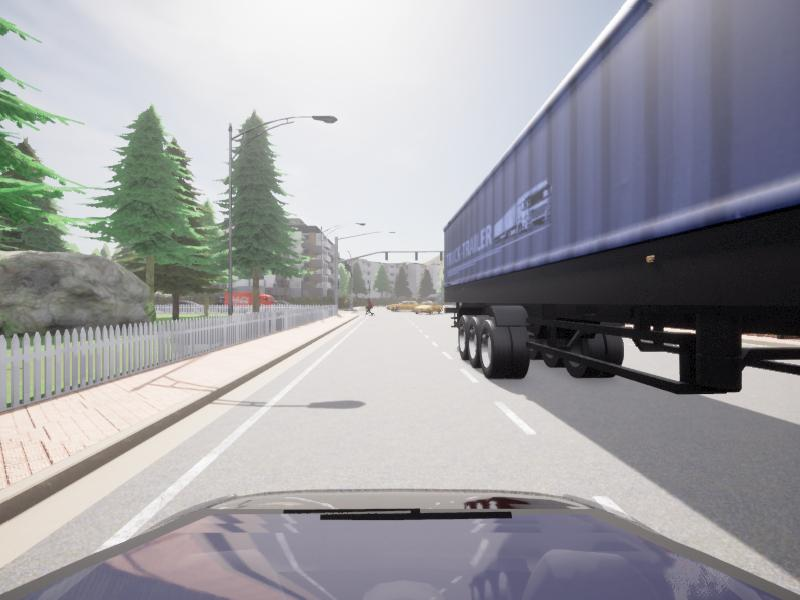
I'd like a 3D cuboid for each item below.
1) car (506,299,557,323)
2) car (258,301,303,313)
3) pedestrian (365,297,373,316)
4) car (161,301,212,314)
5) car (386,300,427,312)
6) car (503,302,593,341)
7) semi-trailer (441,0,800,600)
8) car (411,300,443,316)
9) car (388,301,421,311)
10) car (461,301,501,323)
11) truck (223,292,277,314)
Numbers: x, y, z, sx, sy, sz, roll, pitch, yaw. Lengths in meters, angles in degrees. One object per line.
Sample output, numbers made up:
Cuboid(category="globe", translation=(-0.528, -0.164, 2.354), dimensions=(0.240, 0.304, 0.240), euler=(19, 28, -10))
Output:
Cuboid(category="car", translation=(9.530, 0.777, 29.541), dimensions=(2.033, 1.649, 4.856), euler=(0, 0, -2))
Cuboid(category="car", translation=(-14.752, 0.836, 49.654), dimensions=(4.902, 1.511, 2.128), euler=(0, 0, 0))
Cuboid(category="pedestrian", translation=(-3.022, 0.637, 38.925), dimensions=(0.751, 1.860, 0.751), euler=(0, 0, -11))
Cuboid(category="car", translation=(-24.545, 0.845, 46.090), dimensions=(4.892, 1.490, 1.837), euler=(0, 0, 0))
Cuboid(category="car", translation=(0.884, 0.801, 53.257), dimensions=(5.366, 1.575, 1.801), euler=(0, 0, 0))
Cuboid(category="car", translation=(6.420, 0.851, 18.083), dimensions=(2.163, 1.488, 4.792), euler=(0, 0, -2))
Cuboid(category="semi-trailer", translation=(3.062, -0.618, 6.800), dimensions=(2.717, 4.402, 14.254), euler=(0, 0, -2))
Cuboid(category="car", translation=(3.043, 0.801, 43.640), dimensions=(1.801, 1.575, 5.366), euler=(0, 0, 23))
Cuboid(category="car", translation=(0.593, 0.870, 56.747), dimensions=(4.674, 1.442, 1.812), euler=(0, 0, -1))
Cuboid(category="car", translation=(6.005, 0.823, 30.287), dimensions=(1.882, 1.535, 5.008), euler=(0, 0, -2))
Cuboid(category="truck", translation=(-17.188, 0.357, 46.139), dimensions=(5.204, 2.467, 2.627), euler=(0, 0, 0))
